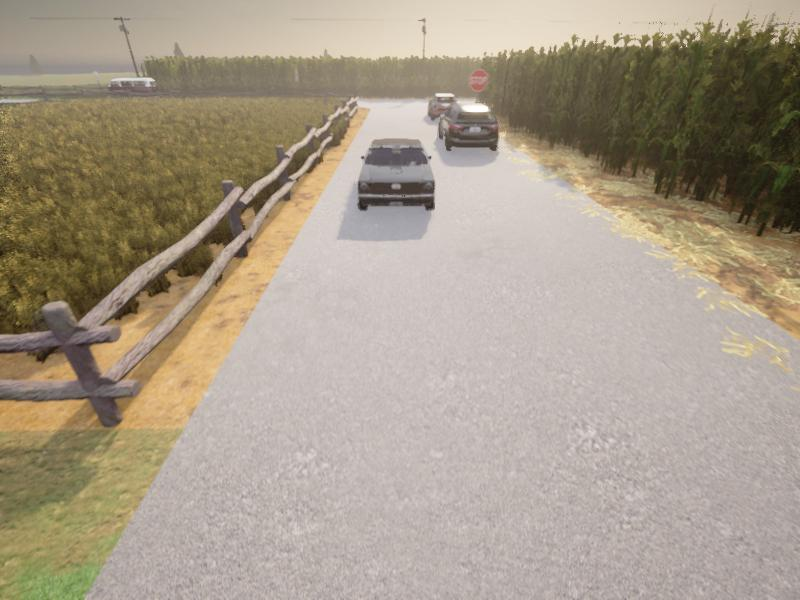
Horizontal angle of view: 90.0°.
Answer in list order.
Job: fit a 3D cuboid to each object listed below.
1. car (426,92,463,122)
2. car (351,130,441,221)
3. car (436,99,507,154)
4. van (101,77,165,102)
[{"bbox_3d":[2.876,-12.850,26.516,1.970,1.475,3.806,0,30,0],"label":"car"},{"bbox_3d":[-0.096,-3.546,10.782,1.895,1.301,4.718,0,30,0],"label":"car"},{"bbox_3d":[2.949,-7.771,17.640,2.242,1.667,4.611,0,30,0],"label":"car"},{"bbox_3d":[-26.564,-21.048,39.971,4.480,2.038,2.069,0,30,0],"label":"van"}]
